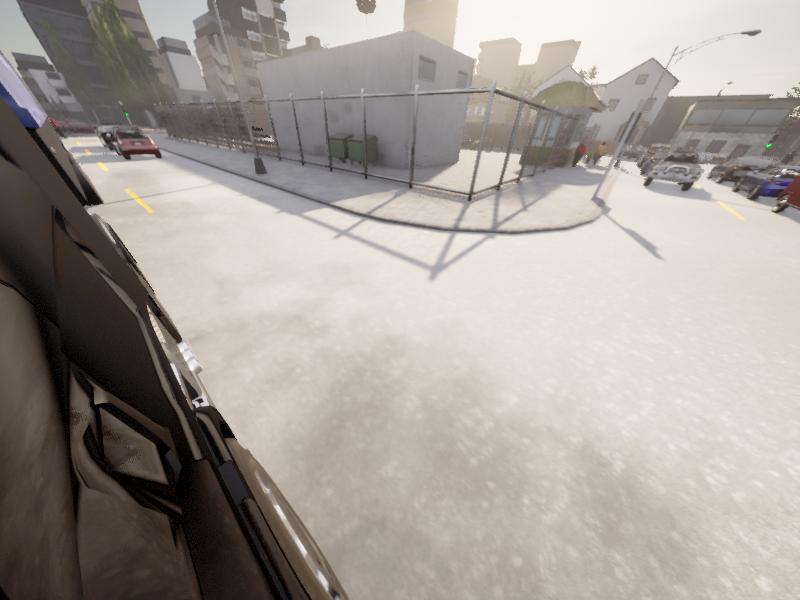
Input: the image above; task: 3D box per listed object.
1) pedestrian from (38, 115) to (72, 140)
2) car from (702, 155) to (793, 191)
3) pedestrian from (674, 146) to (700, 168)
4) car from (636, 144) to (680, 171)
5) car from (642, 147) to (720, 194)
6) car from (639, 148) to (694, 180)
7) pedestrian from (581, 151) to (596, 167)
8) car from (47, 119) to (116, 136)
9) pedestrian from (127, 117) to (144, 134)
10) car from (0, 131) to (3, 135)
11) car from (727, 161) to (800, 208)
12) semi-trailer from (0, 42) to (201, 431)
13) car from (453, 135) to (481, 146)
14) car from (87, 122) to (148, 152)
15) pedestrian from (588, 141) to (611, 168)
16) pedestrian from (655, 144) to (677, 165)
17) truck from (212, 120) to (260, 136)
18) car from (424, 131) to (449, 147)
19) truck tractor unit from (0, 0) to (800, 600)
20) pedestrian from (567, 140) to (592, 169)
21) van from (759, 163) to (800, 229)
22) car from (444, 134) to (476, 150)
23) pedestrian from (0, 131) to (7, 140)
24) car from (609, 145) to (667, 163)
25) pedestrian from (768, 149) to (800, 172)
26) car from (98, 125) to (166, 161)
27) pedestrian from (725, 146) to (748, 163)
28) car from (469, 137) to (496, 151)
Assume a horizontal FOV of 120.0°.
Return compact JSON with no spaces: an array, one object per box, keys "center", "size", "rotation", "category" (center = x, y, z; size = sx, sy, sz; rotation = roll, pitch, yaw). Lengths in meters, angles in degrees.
[{"center":[-32.688,-16.364,21.916],"size":[0.751,1.860,0.751],"rotation":[13,38,13],"category":"pedestrian"},{"center":[23.051,-8.724,15.633],"size":[2.163,1.488,4.792],"rotation":[28,43,30],"category":"car"},{"center":[29.247,-14.593,23.557],"size":[0.751,1.860,0.751],"rotation":[-17,41,-25],"category":"pedestrian"},{"center":[24.478,-13.737,22.113],"size":[1.905,1.878,3.866],"rotation":[27,43,29],"category":"car"},{"center":[16.016,-7.697,13.463],"size":[1.932,1.855,4.605],"rotation":[30,44,31],"category":"car"},{"center":[20.302,-10.594,17.843],"size":[2.033,1.649,4.856],"rotation":[29,44,31],"category":"car"},{"center":[16.150,-12.076,19.790],"size":[0.500,1.100,0.500],"rotation":[10,37,10],"category":"pedestrian"},{"center":[-37.993,-20.635,27.695],"size":[1.812,1.442,4.674],"rotation":[28,44,30],"category":"car"},{"center":[-38.539,-25.407,33.678],"size":[0.751,1.860,0.751],"rotation":[19,39,20],"category":"pedestrian"},{"center":[-43.167,-17.038,22.504],"size":[1.816,1.474,4.193],"rotation":[30,45,32],"category":"car"},{"center":[18.826,-5.863,11.522],"size":[1.816,1.474,4.193],"rotation":[28,43,30],"category":"car"},{"center":[-8.695,-3.604,4.235],"size":[14.254,4.402,2.717],"rotation":[28,44,30],"category":"semi-trailer"},{"center":[13.400,-32.241,46.574],"size":[4.892,1.490,1.837],"rotation":[28,43,29],"category":"car"},{"center":[-22.058,-12.777,18.013],"size":[5.238,1.638,1.930],"rotation":[28,43,29],"category":"car"},{"center":[16.741,-12.287,19.475],"size":[0.751,1.860,0.751],"rotation":[23,41,25],"category":"pedestrian"},{"center":[29.007,-15.852,25.232],"size":[0.751,1.860,0.751],"rotation":[27,43,29],"category":"pedestrian"},{"center":[-29.099,-30.699,41.237],"size":[2.390,2.098,6.274],"rotation":[28,43,30],"category":"truck"},{"center":[5.633,-24.892,35.768],"size":[1.905,1.878,3.866],"rotation":[28,43,30],"category":"car"},{"center":[-2.645,-0.295,0.351],"size":[6.516,4.208,3.053],"rotation":[28,44,30],"category":"truck tractor unit"},{"center":[13.985,-11.365,18.058],"size":[0.751,1.860,0.751],"rotation":[30,44,31],"category":"pedestrian"},{"center":[15.210,-3.576,7.788],"size":[1.775,1.987,4.442],"rotation":[27,43,29],"category":"van"},{"center":[8.751,-22.947,33.536],"size":[2.242,1.667,4.611],"rotation":[28,43,30],"category":"car"},{"center":[-33.010,-13.906,18.421],"size":[0.751,1.860,0.751],"rotation":[-24,44,-32],"category":"pedestrian"},{"center":[29.727,-18.448,29.098],"size":[2.128,1.511,4.902],"rotation":[-1,37,-5],"category":"car"},{"center":[38.206,-13.784,22.864],"size":[0.751,1.860,0.751],"rotation":[-4,37,-9],"category":"pedestrian"},{"center":[-16.981,-9.999,14.640],"size":[3.988,1.617,1.851],"rotation":[28,43,30],"category":"car"},{"center":[44.767,-19.342,30.768],"size":[0.751,1.860,0.751],"rotation":[20,40,22],"category":"pedestrian"},{"center":[11.649,-21.922,32.461],"size":[1.816,1.474,4.193],"rotation":[28,43,30],"category":"car"}]
